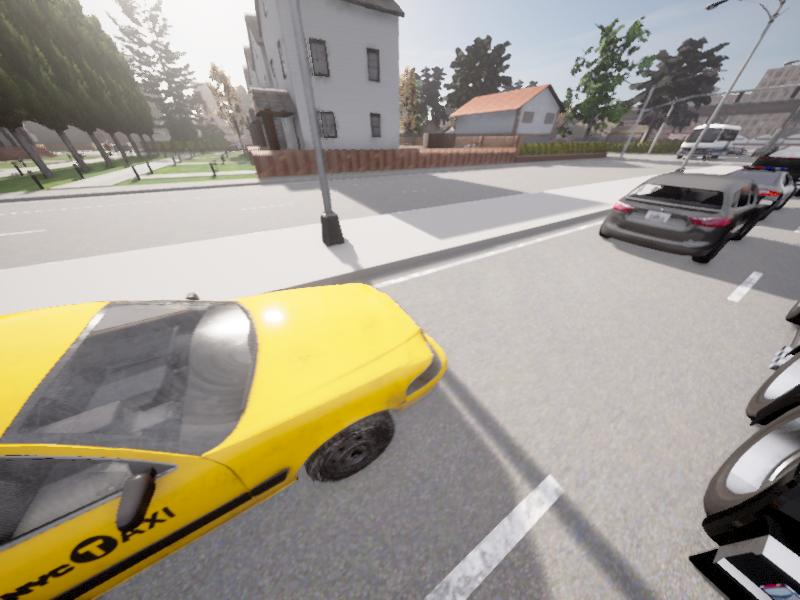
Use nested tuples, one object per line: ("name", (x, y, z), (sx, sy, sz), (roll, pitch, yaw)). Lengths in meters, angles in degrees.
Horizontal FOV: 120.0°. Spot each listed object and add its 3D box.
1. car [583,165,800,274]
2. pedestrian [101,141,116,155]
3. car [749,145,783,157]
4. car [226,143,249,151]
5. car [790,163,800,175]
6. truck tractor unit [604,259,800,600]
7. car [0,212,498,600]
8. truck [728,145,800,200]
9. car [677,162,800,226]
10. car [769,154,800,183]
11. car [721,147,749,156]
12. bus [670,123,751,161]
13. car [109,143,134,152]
("car", (7.657, -2.432, 6.104), (4.611, 1.667, 2.242), (-18, 39, -25))
("pedestrian", (-47.207, -24.549, 37.411), (0.751, 1.860, 0.751), (27, 43, 33))
("car", (64.730, -26.386, 40.831), (4.553, 1.767, 2.097), (-18, 39, -24))
("car", (-39.439, -37.102, 56.104), (2.038, 1.542, 4.974), (1, 35, 1))
("car", (35.640, -11.422, 19.530), (4.718, 1.301, 1.895), (-18, 39, -24))
("truck tractor unit", (5.105, -0.304, 0.813), (6.516, 4.208, 3.053), (-18, 39, -25))
("car", (-2.145, 0.808, 1.467), (5.366, 1.575, 1.801), (-18, 39, -24))
("truck", (21.130, -7.010, 12.395), (6.274, 2.098, 2.390), (-18, 39, -24))
("car", (13.551, -4.301, 8.950), (4.974, 1.542, 2.038), (-18, 39, -24))
("car", (28.746, -9.265, 16.179), (4.974, 1.542, 2.038), (-18, 39, -24))
("car", (62.880, -27.918, 43.386), (4.181, 1.385, 1.994), (-18, 39, -24))
("bus", (46.588, -23.689, 34.702), (10.273, 4.253, 3.944), (-18, 39, -24))
("car", (-62.548, -34.305, 51.928), (2.033, 1.649, 4.856), (-19, 39, -25))
